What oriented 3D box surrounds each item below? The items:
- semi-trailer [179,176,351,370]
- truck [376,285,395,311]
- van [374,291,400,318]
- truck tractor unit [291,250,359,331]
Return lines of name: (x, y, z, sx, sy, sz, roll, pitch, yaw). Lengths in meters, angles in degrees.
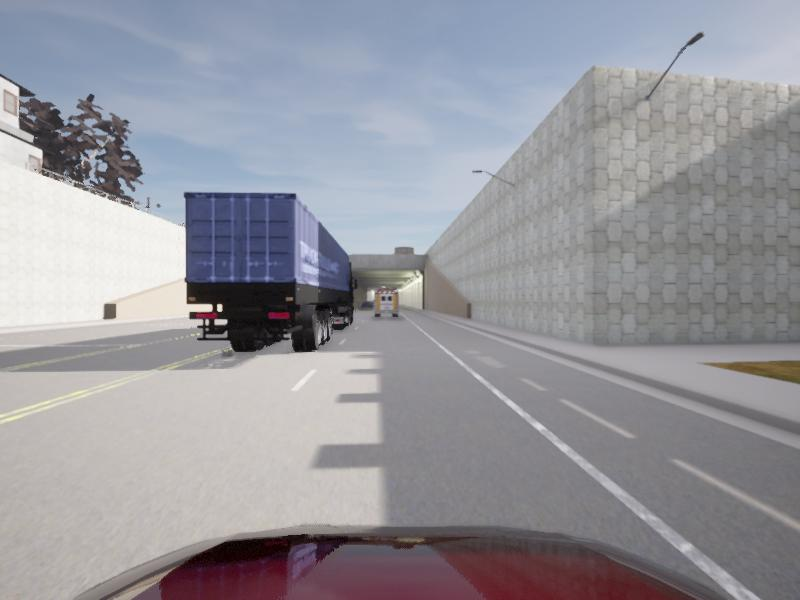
semi-trailer: (-3.948, -0.621, 16.269, 2.717, 4.402, 14.254, 0, 0, -2)
truck: (-2.293, -0.320, 65.070, 2.891, 3.827, 8.468, 0, 0, -2)
van: (-1.323, 0.378, 39.398, 2.351, 2.431, 6.366, 0, 0, -2)
truck tractor unit: (-4.263, -0.524, 24.183, 3.053, 4.208, 6.516, 0, 0, -2)
